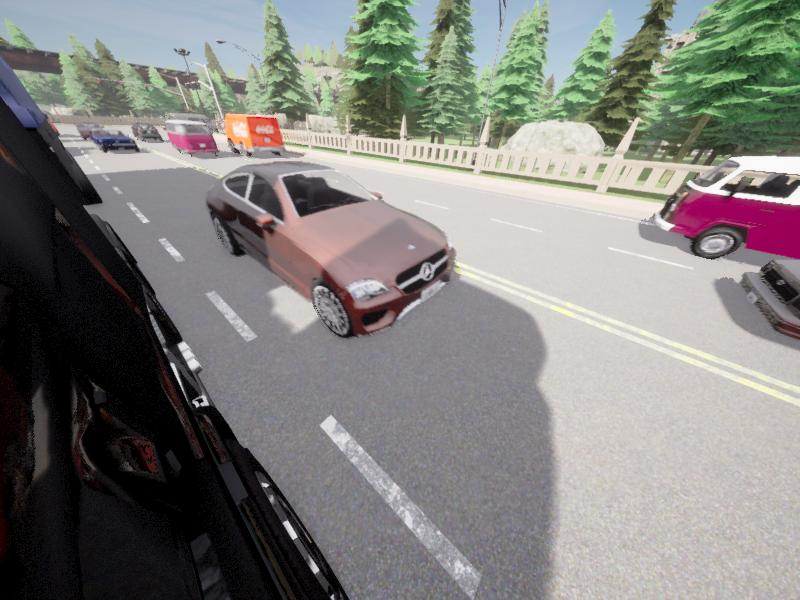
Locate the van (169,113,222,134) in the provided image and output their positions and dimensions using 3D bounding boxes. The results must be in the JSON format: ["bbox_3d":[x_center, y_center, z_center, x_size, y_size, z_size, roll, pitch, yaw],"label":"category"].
[{"bbox_3d":[-34.702,-29.998,39.388,1.988,2.561,5.915,28,44,30],"label":"van"}]

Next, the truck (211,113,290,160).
[{"bbox_3d":[-11.254,-12.400,17.442,5.204,2.467,2.627,29,44,29],"label":"truck"}]

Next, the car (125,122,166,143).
[{"bbox_3d":[-26.144,-17.247,23.729,3.705,1.549,1.789,28,44,30],"label":"car"}]

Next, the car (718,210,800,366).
[{"bbox_3d":[7.408,0.741,1.960,5.357,1.411,2.033,28,44,30],"label":"car"}]

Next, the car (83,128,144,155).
[{"bbox_3d":[-20.171,-11.205,16.250,4.718,1.301,1.895,28,44,30],"label":"car"}]

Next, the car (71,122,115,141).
[{"bbox_3d":[-30.649,-16.840,23.050,4.181,1.385,1.994,28,44,30],"label":"car"}]

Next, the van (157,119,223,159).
[{"bbox_3d":[-14.654,-11.284,16.129,4.442,1.987,1.775,28,44,30],"label":"van"}]

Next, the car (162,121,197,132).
[{"bbox_3d":[-40.605,-32.082,42.688,1.816,1.474,4.193,28,44,30],"label":"car"}]

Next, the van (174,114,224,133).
[{"bbox_3d":[-36.398,-32.092,42.078,1.988,2.561,5.915,28,44,30],"label":"van"}]

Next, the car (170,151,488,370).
[{"bbox_3d":[-1.514,-1.373,4.028,5.027,1.651,2.152,28,44,30],"label":"car"}]

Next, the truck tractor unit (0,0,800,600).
[{"bbox_3d":[-2.645,-0.295,0.351,6.516,4.208,3.053,28,44,30],"label":"truck tractor unit"}]

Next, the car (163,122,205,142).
[{"bbox_3d":[-24.658,-19.225,26.398,4.856,1.649,2.033,28,44,30],"label":"car"}]

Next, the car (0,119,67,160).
[{"bbox_3d":[-22.026,-9.600,13.701,5.238,1.638,1.930,28,44,30],"label":"car"}]

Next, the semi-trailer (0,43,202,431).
[{"bbox_3d":[-8.698,-3.608,4.225,14.254,4.402,2.717,28,44,30],"label":"semi-trailer"}]

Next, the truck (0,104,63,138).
[{"bbox_3d":[-37.085,-17.986,23.266,5.204,2.467,2.627,28,43,30],"label":"truck"}]

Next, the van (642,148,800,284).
[{"bbox_3d":[8.521,-1.664,4.708,4.480,2.038,2.069,28,44,30],"label":"van"}]
